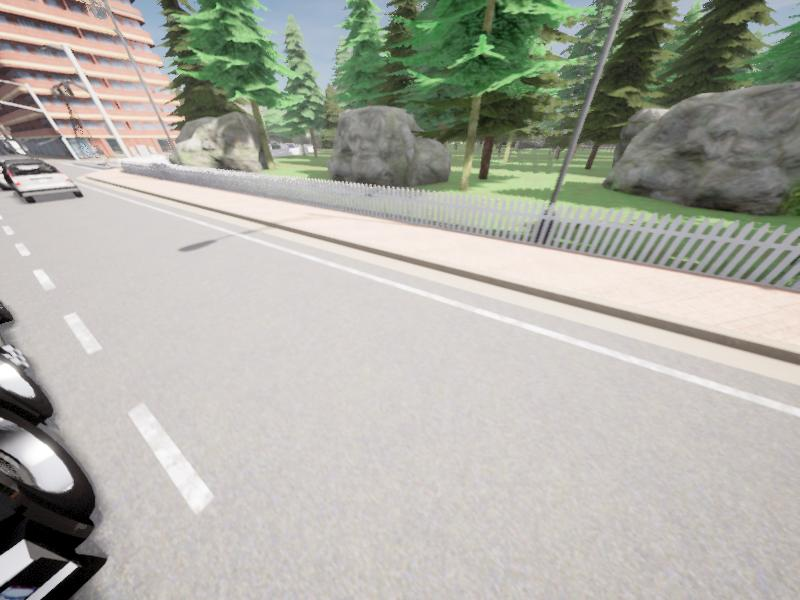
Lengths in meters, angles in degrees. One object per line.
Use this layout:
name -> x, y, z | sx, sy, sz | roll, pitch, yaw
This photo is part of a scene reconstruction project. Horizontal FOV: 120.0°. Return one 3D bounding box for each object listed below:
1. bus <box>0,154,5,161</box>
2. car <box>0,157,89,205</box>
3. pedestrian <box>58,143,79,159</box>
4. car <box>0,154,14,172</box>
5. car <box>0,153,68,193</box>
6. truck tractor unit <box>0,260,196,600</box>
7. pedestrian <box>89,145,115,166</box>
bus -> -64.116, -23.078, 33.985 | 10.273, 4.253, 3.944 | 19, 39, 26
car -> -17.486, -5.837, 11.133 | 3.988, 1.617, 1.851 | 19, 39, 26
pedestrian -> -46.885, -21.018, 32.667 | 0.751, 1.860, 0.751 | 15, 38, 21
car -> -38.752, -12.026, 20.271 | 4.892, 1.490, 1.837 | -9, 36, -11
car -> -22.796, -7.728, 13.839 | 4.611, 1.667, 2.242 | 19, 39, 26
truck tractor unit -> -5.108, -0.303, 0.791 | 6.516, 4.208, 3.053 | 19, 39, 25
pedestrian -> -31.934, -15.496, 24.778 | 0.751, 1.860, 0.751 | 13, 37, 19
